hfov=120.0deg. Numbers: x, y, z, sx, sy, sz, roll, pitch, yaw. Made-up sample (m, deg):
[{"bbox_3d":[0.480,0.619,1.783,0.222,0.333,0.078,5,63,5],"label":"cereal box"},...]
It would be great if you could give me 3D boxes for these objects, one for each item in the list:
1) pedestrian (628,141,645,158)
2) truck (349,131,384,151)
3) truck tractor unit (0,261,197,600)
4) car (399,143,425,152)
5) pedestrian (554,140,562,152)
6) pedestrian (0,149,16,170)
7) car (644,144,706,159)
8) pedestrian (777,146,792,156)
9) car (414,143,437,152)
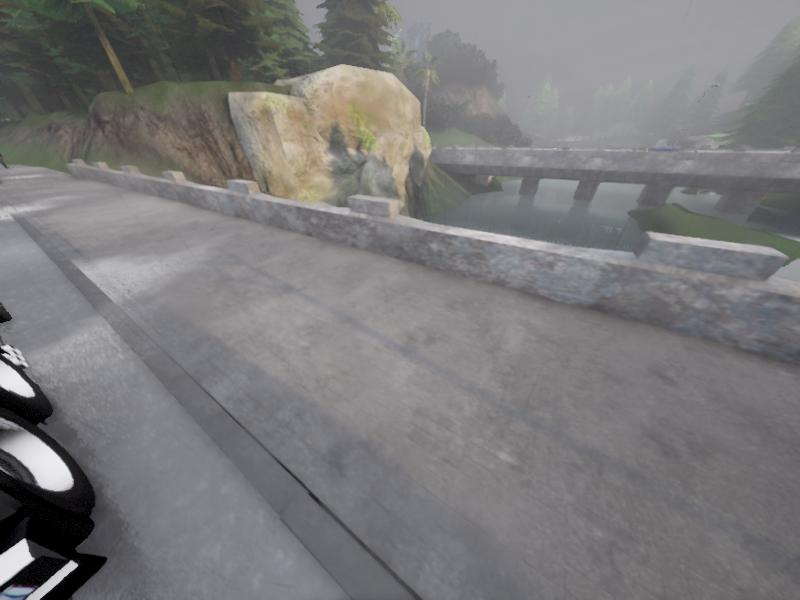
[{"bbox_3d":[30.456,-19.388,29.728,0.751,1.860,0.751,20,40,26],"label":"pedestrian"},{"bbox_3d":[-8.322,-39.776,57.828,8.468,3.827,2.891,19,39,26],"label":"truck"},{"bbox_3d":[-5.109,-0.303,0.785,6.516,4.208,3.053,19,39,24],"label":"truck tractor unit"},{"bbox_3d":[2.502,-32.433,49.105,5.238,1.638,1.930,19,39,26],"label":"car"},{"bbox_3d":[30.038,-29.292,43.950,0.751,1.860,0.751,20,40,27],"label":"pedestrian"},{"bbox_3d":[-37.022,-13.161,21.349,0.751,1.860,0.751,20,40,27],"label":"pedestrian"},{"bbox_3d":[37.203,-20.329,31.528,5.008,1.535,1.882,19,39,26],"label":"car"},{"bbox_3d":[53.622,-20.817,32.250,0.500,1.100,0.500,23,41,29],"label":"pedestrian"},{"bbox_3d":[5.582,-33.965,51.451,4.674,1.442,1.812,19,39,25],"label":"car"}]
